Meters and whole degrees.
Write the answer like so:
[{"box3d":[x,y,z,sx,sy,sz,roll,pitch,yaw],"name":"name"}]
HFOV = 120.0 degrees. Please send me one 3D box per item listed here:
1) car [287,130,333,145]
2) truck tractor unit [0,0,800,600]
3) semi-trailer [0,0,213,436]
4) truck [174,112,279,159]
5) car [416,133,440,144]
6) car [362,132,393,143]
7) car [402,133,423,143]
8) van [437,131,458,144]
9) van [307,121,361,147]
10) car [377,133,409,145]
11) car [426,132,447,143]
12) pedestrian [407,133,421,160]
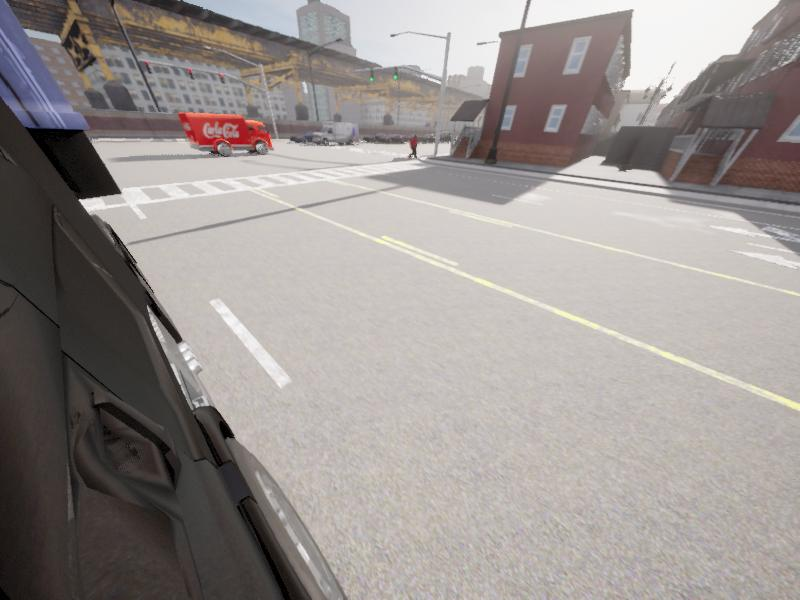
[{"box3d":[-11.959,-21.881,31.083,2.033,1.411,5.357,28,44,30],"name":"car"},{"box3d":[-2.645,-0.295,0.351,6.516,4.208,3.053,28,44,30],"name":"truck tractor unit"},{"box3d":[-9.604,-2.759,3.034,14.254,4.402,2.717,16,38,17],"name":"semi-trailer"},{"box3d":[-12.543,-12.253,17.227,2.627,2.467,5.204,29,44,30],"name":"truck"},{"box3d":[5.371,-30.272,43.383,1.837,1.490,4.892,29,44,30],"name":"car"},{"box3d":[-3.739,-27.369,38.979,2.033,1.411,5.357,29,44,30],"name":"car"},{"box3d":[2.453,-31.492,44.935,1.994,1.385,4.181,28,44,30],"name":"car"},{"box3d":[9.739,-33.381,47.419,1.775,1.987,4.442,28,44,30],"name":"van"},{"box3d":[-8.234,-21.431,29.855,2.351,2.431,6.366,27,43,29],"name":"van"},{"box3d":[-1.046,-25.950,37.250,2.033,1.411,5.357,28,44,30],"name":"car"},{"box3d":[7.891,-35.240,50.062,2.242,1.667,4.611,29,44,30],"name":"car"},{"box3d":[1.209,-12.965,19.543,0.751,1.860,0.751,27,43,29],"name":"pedestrian"}]
